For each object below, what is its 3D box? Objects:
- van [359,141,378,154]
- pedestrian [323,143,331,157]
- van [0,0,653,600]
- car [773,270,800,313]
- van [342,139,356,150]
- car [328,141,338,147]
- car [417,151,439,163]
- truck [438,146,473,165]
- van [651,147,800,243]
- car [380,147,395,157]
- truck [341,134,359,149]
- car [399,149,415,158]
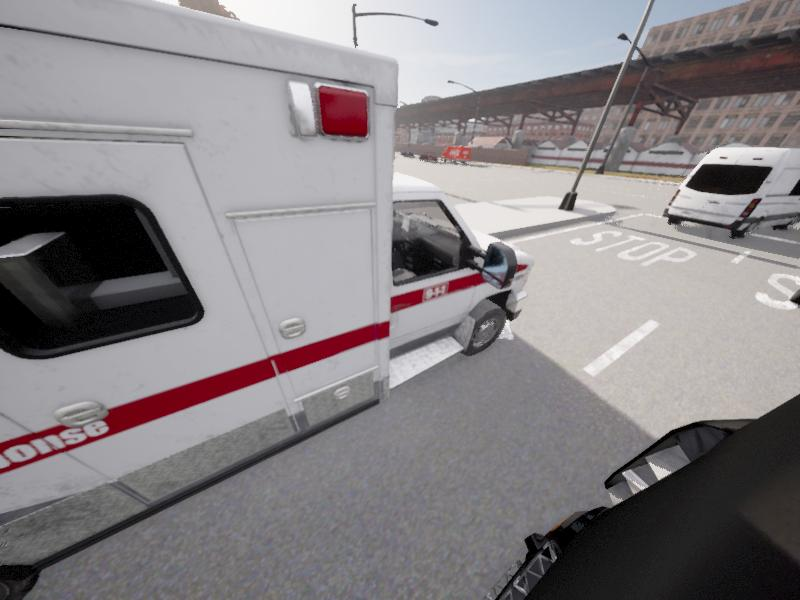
[{"bbox_3d":[-7.862,-38.091,57.661,2.351,2.431,6.366,-16,39,-26],"label":"van"},{"bbox_3d":[-11.560,-23.583,36.375,0.751,1.860,0.751,-19,39,-29],"label":"pedestrian"},{"bbox_3d":[-1.492,-0.165,1.857,6.366,2.431,2.351,-16,38,-26],"label":"van"},{"bbox_3d":[8.930,-0.514,3.938,3.633,1.501,1.845,-15,38,-25],"label":"car"},{"bbox_3d":[-15.031,-45.621,67.723,1.988,2.561,5.915,-16,39,-26],"label":"van"},{"bbox_3d":[-22.905,-53.361,79.063,1.801,1.575,5.366,-16,39,-26],"label":"car"},{"bbox_3d":[4.810,-24.735,39.909,1.789,1.549,3.705,-16,38,-26],"label":"car"},{"bbox_3d":[9.307,-24.523,39.110,2.627,2.467,5.204,-16,38,-26],"label":"truck"},{"bbox_3d":[12.870,-3.912,8.406,5.915,2.561,1.988,-10,35,-18],"label":"van"},{"bbox_3d":[-2.869,-32.542,50.828,1.789,1.549,3.705,-16,39,-26],"label":"car"},{"bbox_3d":[-16.348,-51.564,75.056,2.891,3.827,8.468,-16,39,-26],"label":"truck"},{"bbox_3d":[1.484,-32.045,50.479,1.845,1.501,3.633,-16,39,-26],"label":"car"}]
